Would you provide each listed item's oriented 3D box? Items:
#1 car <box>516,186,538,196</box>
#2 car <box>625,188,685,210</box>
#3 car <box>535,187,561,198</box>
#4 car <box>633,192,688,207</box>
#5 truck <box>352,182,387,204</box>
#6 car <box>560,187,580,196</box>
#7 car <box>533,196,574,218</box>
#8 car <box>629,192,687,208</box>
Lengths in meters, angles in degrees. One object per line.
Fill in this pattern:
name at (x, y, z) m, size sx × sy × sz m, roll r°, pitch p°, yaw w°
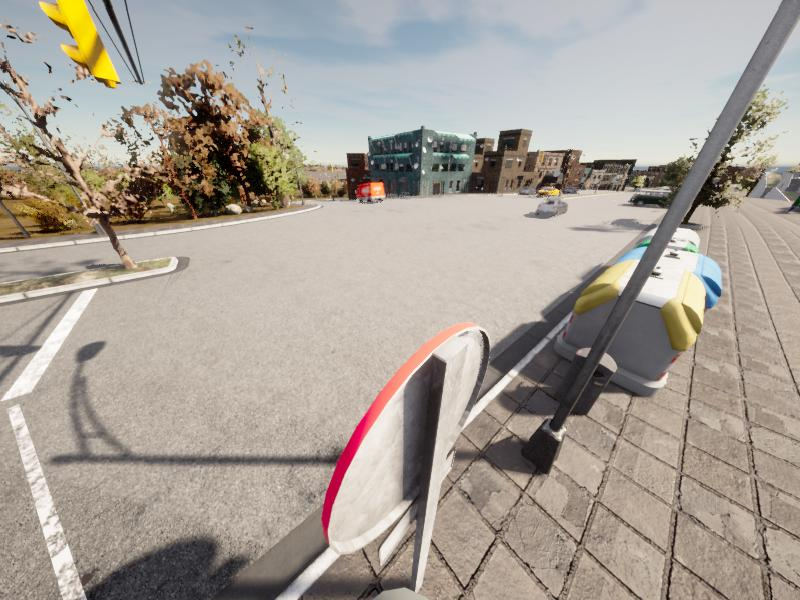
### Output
car at (23.100, -19.808, 41.958) m, size 3.633 × 1.501 × 1.845 m, roll -21°, pitch 36°, yaw -35°
car at (32.099, -12.864, 29.311) m, size 4.442 × 1.987 × 1.878 m, roll 17°, pitch 33°, yaw 25°
car at (26.190, -19.103, 40.837) m, size 5.008 × 1.535 × 1.882 m, roll -21°, pitch 36°, yaw -35°
car at (36.754, -14.328, 32.812) m, size 4.674 × 1.452 × 2.002 m, roll 17°, pitch 33°, yaw 25°
truck at (-4.701, -16.221, 35.146) m, size 2.627 × 2.467 × 5.204 m, roll -21°, pitch 28°, yaw -31°
car at (34.947, -22.400, 47.426) m, size 4.193 × 1.474 × 1.816 m, roll -21°, pitch 36°, yaw -35°
car at (14.842, -9.031, 22.323) m, size 3.633 × 1.501 × 1.845 m, roll -23°, pitch 36°, yaw -34°
car at (34.472, -13.468, 31.109) m, size 4.674 × 1.452 × 2.002 m, roll 17°, pitch 32°, yaw 25°
